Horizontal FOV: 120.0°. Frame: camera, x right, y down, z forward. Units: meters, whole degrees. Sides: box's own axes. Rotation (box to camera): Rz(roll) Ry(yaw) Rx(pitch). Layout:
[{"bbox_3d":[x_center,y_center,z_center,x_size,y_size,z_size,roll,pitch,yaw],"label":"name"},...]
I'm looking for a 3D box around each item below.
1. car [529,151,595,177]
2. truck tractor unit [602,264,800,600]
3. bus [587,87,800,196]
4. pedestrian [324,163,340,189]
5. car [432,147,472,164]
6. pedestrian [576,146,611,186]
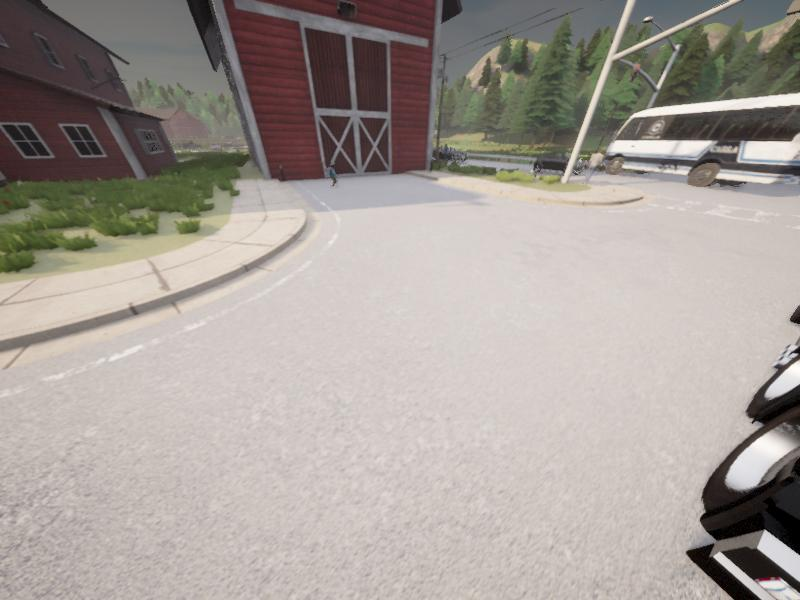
[{"bbox_3d":[13.027,-11.151,18.840,1.789,1.549,3.705,-17,38,-23],"label":"car"},{"bbox_3d":[5.108,-0.305,0.780,6.516,4.208,3.053,-18,39,-24],"label":"truck tractor unit"},{"bbox_3d":[19.024,-10.011,14.879,3.944,4.253,10.273,-4,35,-10],"label":"bus"},{"bbox_3d":[-3.514,-6.432,12.000,0.500,1.100,0.500,-18,39,-25],"label":"pedestrian"},{"bbox_3d":[6.320,-18.100,28.801,2.128,1.511,4.902,-17,39,-24],"label":"car"},{"bbox_3d":[10.916,-7.586,13.095,0.751,1.860,0.751,-29,44,-35],"label":"pedestrian"}]
